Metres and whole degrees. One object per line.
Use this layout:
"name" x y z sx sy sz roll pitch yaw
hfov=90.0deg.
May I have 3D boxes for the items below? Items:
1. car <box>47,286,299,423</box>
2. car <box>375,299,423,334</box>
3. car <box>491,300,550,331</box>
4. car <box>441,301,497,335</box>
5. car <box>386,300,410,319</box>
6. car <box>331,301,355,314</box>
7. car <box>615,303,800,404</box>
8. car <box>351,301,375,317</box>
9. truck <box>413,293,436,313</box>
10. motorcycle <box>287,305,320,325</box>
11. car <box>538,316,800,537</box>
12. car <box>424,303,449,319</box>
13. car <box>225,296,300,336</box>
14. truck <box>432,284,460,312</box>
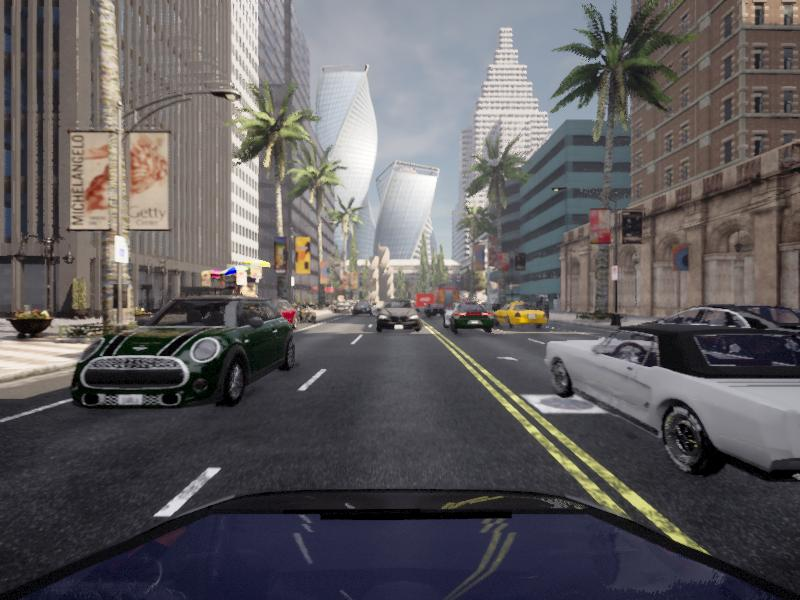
"car" -3.500 0.697 7.428 2.097 1.767 4.553 0 0 0
"car" -0.104 0.766 21.209 2.242 1.667 4.611 0 0 -1
"car" 6.924 0.812 23.640 1.801 1.575 5.366 0 0 -1
"car" 3.450 0.837 21.094 2.038 1.542 4.974 0 0 -1
"car" -0.214 0.794 36.366 2.033 1.649 4.856 0 0 -1
"car" -6.946 0.846 49.300 2.231 1.521 4.892 0 0 -1
"car" 7.012 0.841 8.631 2.128 1.511 4.902 0 0 0
"car" -3.770 0.846 41.257 2.038 1.542 4.974 0 0 -1
"truck" 3.108 0.381 52.431 2.627 2.467 5.204 0 0 -1
"motorcycle" -6.559 0.994 27.283 0.764 1.277 2.356 0 0 29
"car" 3.504 0.946 5.046 1.895 1.301 4.718 0 0 0
"car" 3.281 0.960 36.768 1.895 1.301 4.718 0 0 -1
"car" -6.628 0.707 19.927 2.185 1.767 4.553 0 0 -1
"truck" 6.548 -0.295 58.008 2.891 3.827 8.468 0 0 -1
